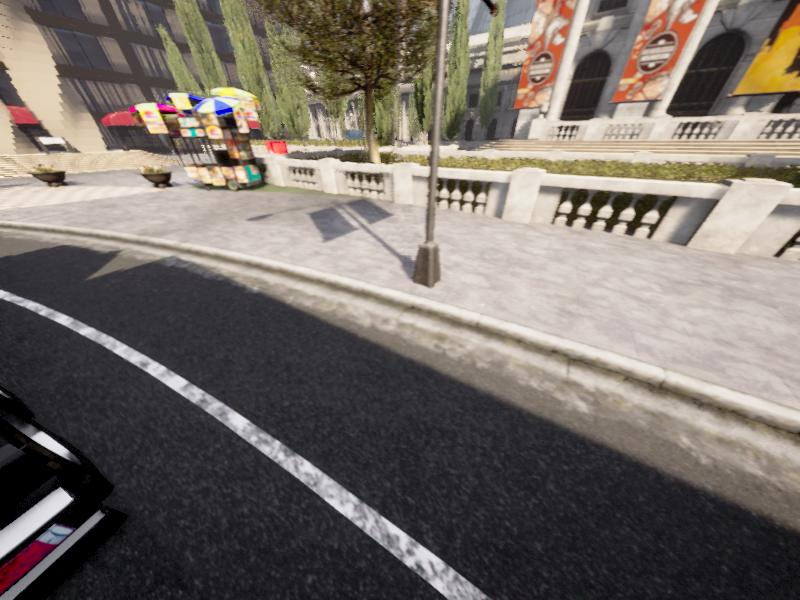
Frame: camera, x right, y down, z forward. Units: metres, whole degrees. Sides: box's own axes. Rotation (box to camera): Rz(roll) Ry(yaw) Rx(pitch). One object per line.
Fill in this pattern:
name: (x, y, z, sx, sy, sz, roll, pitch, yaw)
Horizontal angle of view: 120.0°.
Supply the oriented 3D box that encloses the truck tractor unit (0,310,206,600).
truck tractor unit: (-5.229, -0.162, 0.600, 6.516, 4.208, 3.053, 13, 37, 18)
